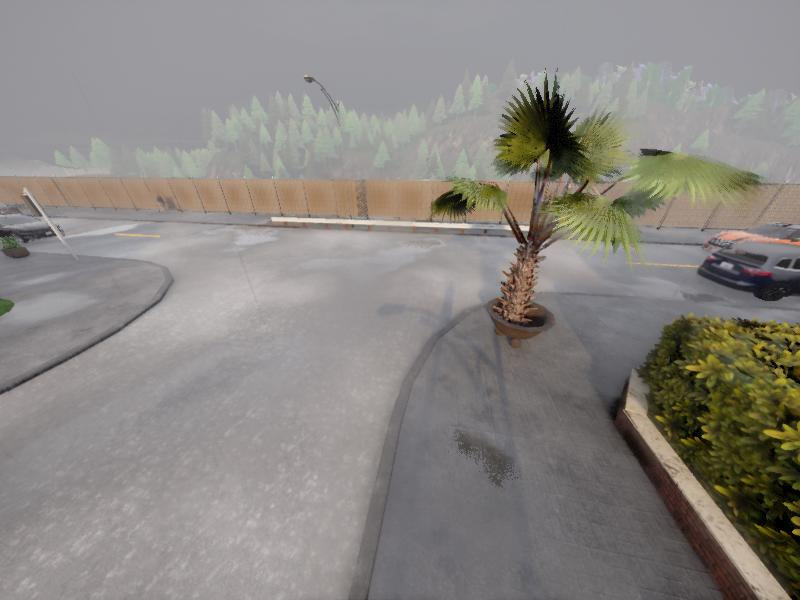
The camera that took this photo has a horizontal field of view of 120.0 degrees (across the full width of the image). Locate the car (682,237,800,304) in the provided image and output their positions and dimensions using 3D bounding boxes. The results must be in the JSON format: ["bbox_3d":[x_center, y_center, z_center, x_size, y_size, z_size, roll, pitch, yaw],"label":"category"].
[{"bbox_3d":[14.435,-1.093,8.438,4.611,1.667,2.242,4,30,7],"label":"car"}]

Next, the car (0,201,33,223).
[{"bbox_3d":[-35.694,-7.630,19.947,4.792,1.488,2.163,5,30,9],"label":"car"}]

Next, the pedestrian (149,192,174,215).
[{"bbox_3d":[-22.648,-9.164,21.967,0.751,1.860,0.751,5,30,8],"label":"pedestrian"}]

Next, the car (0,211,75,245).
[{"bbox_3d":[-24.467,-4.636,14.704,5.008,1.535,1.882,5,30,8],"label":"car"}]

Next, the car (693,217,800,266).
[{"bbox_3d":[18.809,-2.956,11.540,4.553,1.767,2.097,5,30,9],"label":"car"}]
